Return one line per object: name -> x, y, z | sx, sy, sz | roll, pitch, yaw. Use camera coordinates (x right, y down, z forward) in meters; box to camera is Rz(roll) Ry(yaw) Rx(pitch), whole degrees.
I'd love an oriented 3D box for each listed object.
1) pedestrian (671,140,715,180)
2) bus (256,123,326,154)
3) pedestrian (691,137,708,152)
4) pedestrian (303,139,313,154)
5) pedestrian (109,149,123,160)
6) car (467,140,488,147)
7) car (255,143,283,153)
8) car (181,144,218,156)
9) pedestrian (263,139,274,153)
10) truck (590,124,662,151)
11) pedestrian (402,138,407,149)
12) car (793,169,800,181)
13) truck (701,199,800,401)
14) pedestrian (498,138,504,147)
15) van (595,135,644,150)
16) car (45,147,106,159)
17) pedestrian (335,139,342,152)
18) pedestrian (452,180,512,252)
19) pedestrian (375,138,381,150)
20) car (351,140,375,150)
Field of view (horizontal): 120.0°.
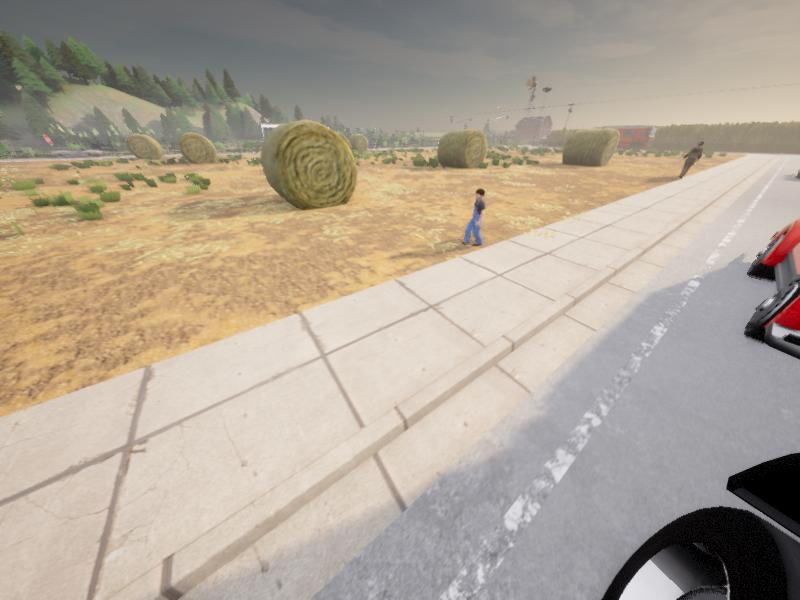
pedestrian -> 16.610, -7.977, 13.151 | 0.751, 1.860, 0.751 | -29, 44, -34
bus -> -19.697, -29.570, 42.301 | 10.273, 4.253, 3.944 | -20, 40, -25
pedestrian -> 44.869, -23.272, 34.641 | 0.751, 1.860, 0.751 | 29, 45, 35
pedestrian -> -14.062, -23.435, 35.310 | 0.751, 1.860, 0.751 | 3, 35, 5
pedestrian -> -34.698, -17.832, 28.216 | 0.500, 1.100, 0.500 | -4, 35, -6
car -> 20.694, -41.974, 61.961 | 4.792, 1.488, 2.163 | -10, 37, -15
car -> -24.774, -28.965, 43.884 | 4.193, 1.474, 1.816 | -19, 39, -25
car -> -31.975, -24.070, 37.007 | 4.193, 1.474, 1.816 | -19, 39, -25
pedestrian -> -21.246, -24.810, 37.324 | 0.751, 1.860, 0.751 | 0, 35, 0
truck -> 41.914, -30.387, 43.354 | 2.891, 3.827, 8.468 | -21, 40, -27
pedestrian -> 1.003, -32.327, 47.790 | 0.751, 1.860, 0.751 | -18, 39, -23
car -> 26.156, -8.061, 13.921 | 4.181, 1.385, 1.994 | -22, 41, -28
truck -> 6.575, -0.537, 2.486 | 5.204, 2.467, 2.627 | -21, 40, -28
pedestrian -> 25.103, -39.286, 57.511 | 0.751, 1.860, 0.751 | -17, 38, -22
van -> 43.875, -31.762, 46.499 | 2.351, 2.431, 6.366 | -22, 40, -27
car -> -46.479, -21.249, 33.286 | 4.718, 1.301, 1.895 | -19, 39, -25
pedestrian -> -10.696, -26.931, 40.240 | 0.751, 1.860, 0.751 | 5, 36, 8
pedestrian -> 1.718, -1.845, 5.070 | 0.751, 1.300, 0.751 | -6, 36, -8
pedestrian -> -4.421, -31.397, 46.518 | 0.751, 1.860, 0.751 | -17, 38, -22
car -> -8.333, -34.812, 51.901 | 4.856, 1.649, 2.033 | -20, 40, -25
